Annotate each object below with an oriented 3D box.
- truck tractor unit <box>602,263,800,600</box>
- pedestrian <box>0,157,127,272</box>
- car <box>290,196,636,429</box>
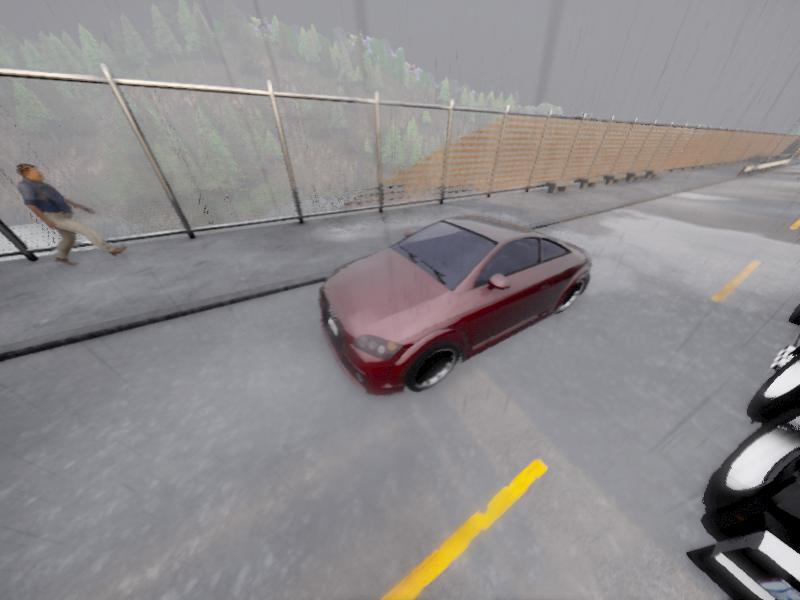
[{"bbox_3d":[5.112,-0.297,0.796,6.516,4.208,3.053,-18,39,-24],"label":"truck tractor unit"},{"bbox_3d":[-6.441,-1.595,4.390,0.751,1.860,0.751,-20,39,-26],"label":"pedestrian"},{"bbox_3d":[0.950,-0.411,3.416,4.181,1.385,1.994,-18,39,-25],"label":"car"}]
